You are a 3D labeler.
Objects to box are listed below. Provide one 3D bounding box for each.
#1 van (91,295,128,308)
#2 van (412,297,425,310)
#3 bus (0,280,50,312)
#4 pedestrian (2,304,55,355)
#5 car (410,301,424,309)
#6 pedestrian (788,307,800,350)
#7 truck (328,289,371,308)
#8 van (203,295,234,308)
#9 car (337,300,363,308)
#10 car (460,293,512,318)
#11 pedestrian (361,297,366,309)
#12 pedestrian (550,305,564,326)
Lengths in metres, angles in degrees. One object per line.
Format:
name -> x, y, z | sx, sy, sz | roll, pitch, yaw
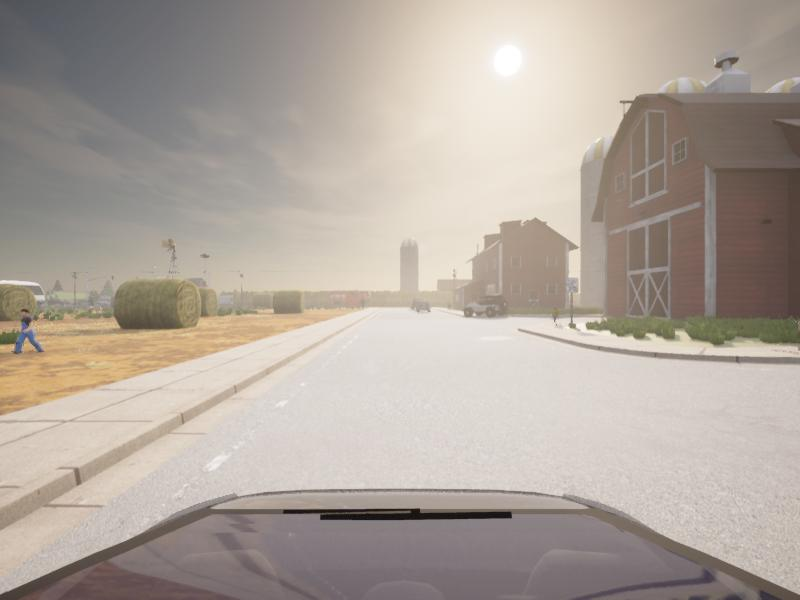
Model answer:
van -> -56.420, 0.362, 77.815 | 2.351, 2.431, 6.366 | 0, 0, 3
van -> 2.943, 0.596, 63.718 | 1.775, 1.987, 4.442 | 0, 0, -1
bus -> -54.392, -0.549, 54.540 | 3.944, 4.253, 10.273 | 0, 0, 3
pedestrian -> -9.921, 0.765, 10.698 | 0.751, 1.300, 0.751 | 0, 0, 15
car -> 2.887, 0.848, 70.040 | 2.163, 1.488, 4.792 | 0, 0, 0
pedestrian -> 10.657, 0.745, 10.496 | 0.500, 1.100, 0.500 | 0, 0, 14
truck -> -10.220, -0.299, 82.236 | 8.468, 3.827, 2.891 | 0, 0, 0
van -> -38.966, 0.323, 85.964 | 5.915, 2.561, 1.988 | 0, 0, 2
car -> -10.730, 0.794, 85.746 | 5.238, 1.638, 1.930 | 0, 0, 0
car -> 7.357, 0.486, 34.405 | 1.905, 1.878, 3.866 | -8, 3, -43
pedestrian -> -5.574, 0.482, 60.343 | 0.751, 1.860, 0.751 | 0, 0, -5
pedestrian -> 8.414, 0.845, 21.496 | 0.500, 1.100, 0.500 | 0, 0, -30
